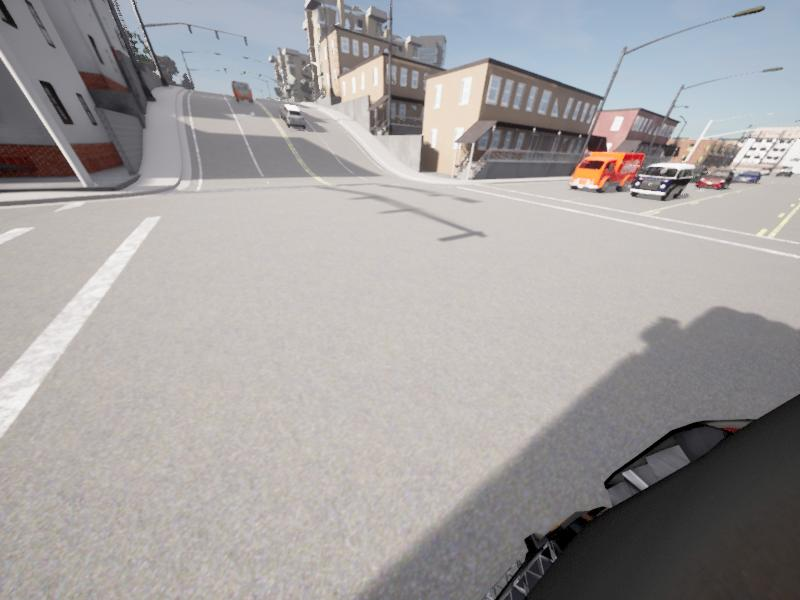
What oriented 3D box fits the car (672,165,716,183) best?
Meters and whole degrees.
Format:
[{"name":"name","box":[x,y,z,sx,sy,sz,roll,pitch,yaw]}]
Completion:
[{"name":"car","box":[36.842,-15.843,28.993,4.553,1.767,2.097,-17,38,-27]}]

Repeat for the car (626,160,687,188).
[{"name":"car","box":[25.196,-12.400,22.694,5.566,2.045,2.150,-17,38,-27]}]

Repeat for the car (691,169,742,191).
[{"name":"car","box":[30.519,-11.590,22.273,3.988,1.617,1.851,-17,38,-27]}]

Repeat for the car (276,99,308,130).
[{"name":"car","box":[-11.426,-19.614,24.439,1.970,1.475,3.806,-18,56,-28]}]

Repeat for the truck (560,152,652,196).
[{"name":"truck","box":[15.178,-9.502,17.142,5.204,2.467,2.627,-17,39,-25]}]

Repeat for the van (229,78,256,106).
[{"name":"van","box":[-18.509,-24.419,27.113,1.775,1.987,4.442,-17,49,-27]}]

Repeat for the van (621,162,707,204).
[{"name":"van","box":[17.110,-7.706,15.005,4.480,2.038,2.069,-17,38,-27]}]

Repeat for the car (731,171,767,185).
[{"name":"car","box":[46.859,-16.470,31.015,4.674,1.442,1.812,-17,38,-27]}]
